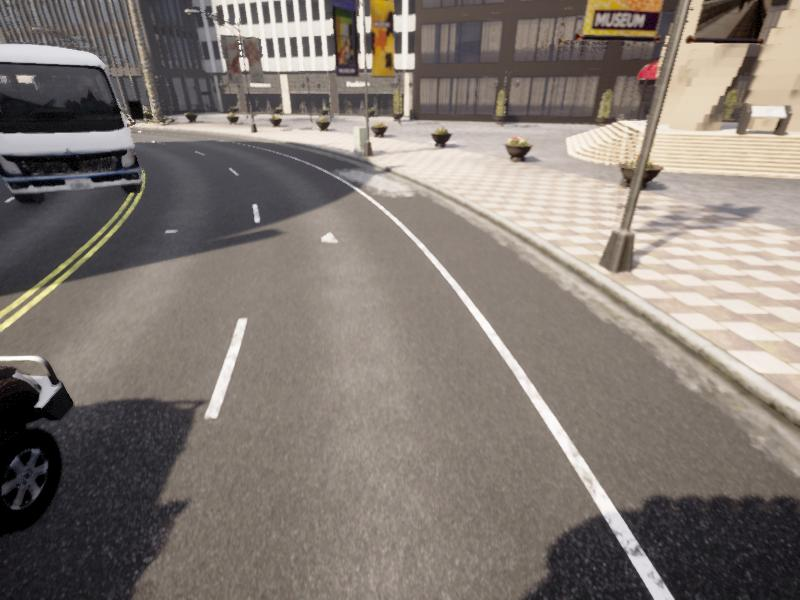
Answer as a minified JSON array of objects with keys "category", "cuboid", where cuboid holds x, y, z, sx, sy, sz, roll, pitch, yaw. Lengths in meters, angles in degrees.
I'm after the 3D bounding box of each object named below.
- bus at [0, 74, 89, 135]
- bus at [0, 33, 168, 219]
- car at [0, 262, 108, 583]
[{"category":"bus","cuboid":[-33.192,-16.597,33.943,10.273,4.253,3.944,5,28,10]},{"category":"bus","cuboid":[-11.933,-6.492,14.467,3.944,4.253,10.273,-17,32,-31]},{"category":"car","cuboid":[-3.646,1.613,1.402,1.932,1.855,4.605,-2,27,-4]}]
